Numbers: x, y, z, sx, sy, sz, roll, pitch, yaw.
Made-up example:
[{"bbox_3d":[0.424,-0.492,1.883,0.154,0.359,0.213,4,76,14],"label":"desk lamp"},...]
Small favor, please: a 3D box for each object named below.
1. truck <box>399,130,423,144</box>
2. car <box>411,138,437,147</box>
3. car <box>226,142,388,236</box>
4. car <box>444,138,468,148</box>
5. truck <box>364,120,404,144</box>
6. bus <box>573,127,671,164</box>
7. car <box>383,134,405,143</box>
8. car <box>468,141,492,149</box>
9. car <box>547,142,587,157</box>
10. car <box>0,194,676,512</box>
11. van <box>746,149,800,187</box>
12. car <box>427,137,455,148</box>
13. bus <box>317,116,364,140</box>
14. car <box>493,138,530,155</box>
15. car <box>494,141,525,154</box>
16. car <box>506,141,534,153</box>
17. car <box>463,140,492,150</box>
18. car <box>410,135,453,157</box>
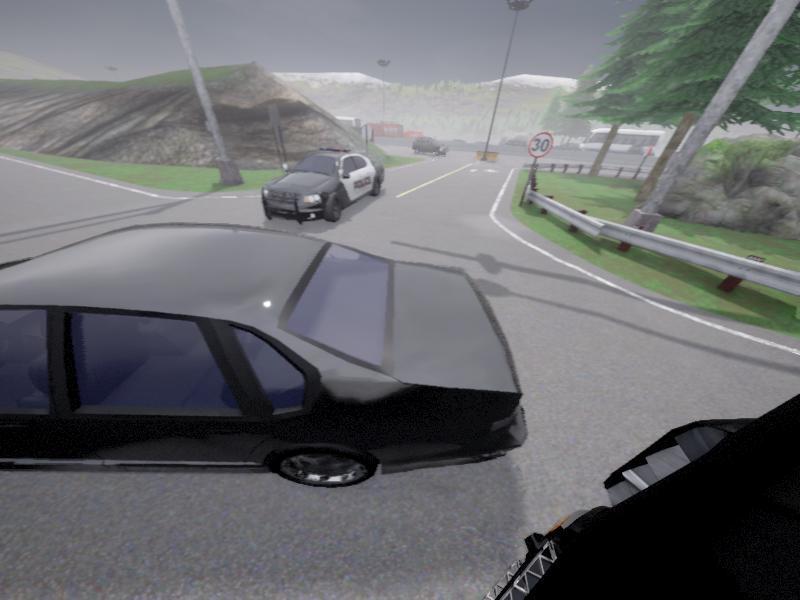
[{"bbox_3d":[2.737,-39.981,56.647,5.204,2.467,2.627,17,38,18],"label":"truck"},{"bbox_3d":[4.917,-32.000,46.898,4.718,1.301,1.895,17,38,18],"label":"car"},{"bbox_3d":[-2.151,-3.801,7.227,2.038,1.542,4.974,12,39,12],"label":"car"},{"bbox_3d":[12.936,-36.394,53.428,4.892,1.490,1.837,18,38,18],"label":"car"},{"bbox_3d":[-3.650,-37.993,52.231,8.468,3.827,2.891,17,38,18],"label":"truck"},{"bbox_3d":[36.013,-25.704,38.387,10.273,4.253,3.944,17,38,18],"label":"bus"},{"bbox_3d":[-1.440,-38.617,55.243,4.902,1.511,2.128,17,38,18],"label":"car"},{"bbox_3d":[17.838,-34.782,51.800,4.718,1.301,1.895,17,38,18],"label":"car"},{"bbox_3d":[31.443,-28.574,43.808,5.566,2.045,2.150,17,38,18],"label":"car"},{"bbox_3d":[-1.793,0.213,1.917,5.357,1.411,2.033,2,36,-2],"label":"car"},{"bbox_3d":[36.225,-11.381,20.235,5.915,2.561,1.988,18,38,18],"label":"van"},{"bbox_3d":[8.623,-33.232,48.658,5.366,1.575,1.801,17,38,18],"label":"car"},{"bbox_3d":[-14.308,-41.413,55.653,10.273,4.253,3.944,17,38,18],"label":"bus"},{"bbox_3d":[20.013,-27.599,41.508,5.566,2.045,2.150,18,38,18],"label":"car"},{"bbox_3d":[21.010,-29.387,44.396,4.856,1.649,2.033,17,38,18],"label":"car"},{"bbox_3d":[24.095,-30.713,46.435,4.611,1.667,2.242,17,38,18],"label":"car"},{"bbox_3d":[16.500,-32.970,49.122,5.357,1.411,2.033,17,38,18],"label":"car"},{"bbox_3d":[3.725,-18.633,27.992,4.605,1.855,1.932,27,41,29],"label":"car"}]
